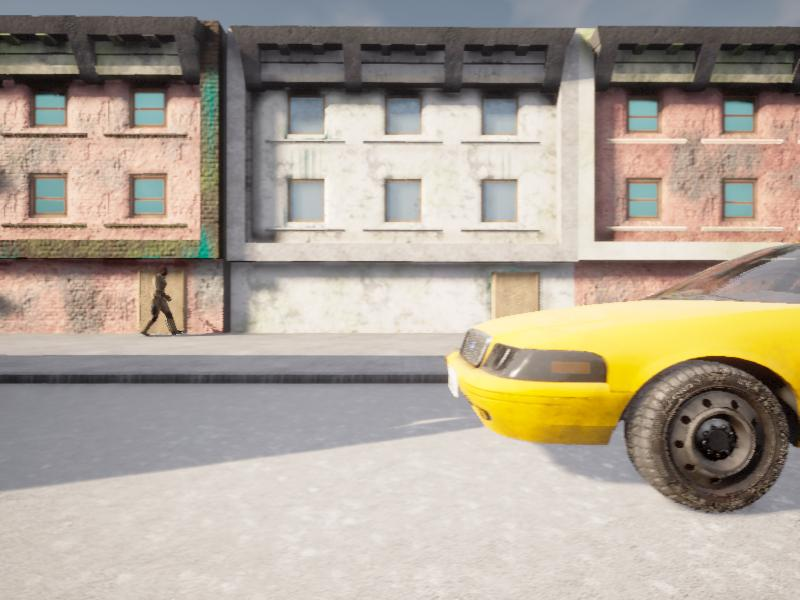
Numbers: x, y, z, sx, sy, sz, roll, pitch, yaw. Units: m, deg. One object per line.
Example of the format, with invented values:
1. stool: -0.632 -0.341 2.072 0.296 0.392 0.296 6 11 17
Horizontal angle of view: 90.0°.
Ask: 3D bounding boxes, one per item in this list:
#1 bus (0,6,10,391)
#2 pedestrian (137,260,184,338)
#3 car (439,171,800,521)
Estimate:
1. bus: -9.557 -1.144 2.538 10.273 4.253 3.944 0 0 0
2. pedestrian: -5.959 -0.026 9.993 0.751 1.860 0.751 0 0 -2
3. car: 3.039 0.203 2.709 5.366 1.575 1.801 0 0 0
